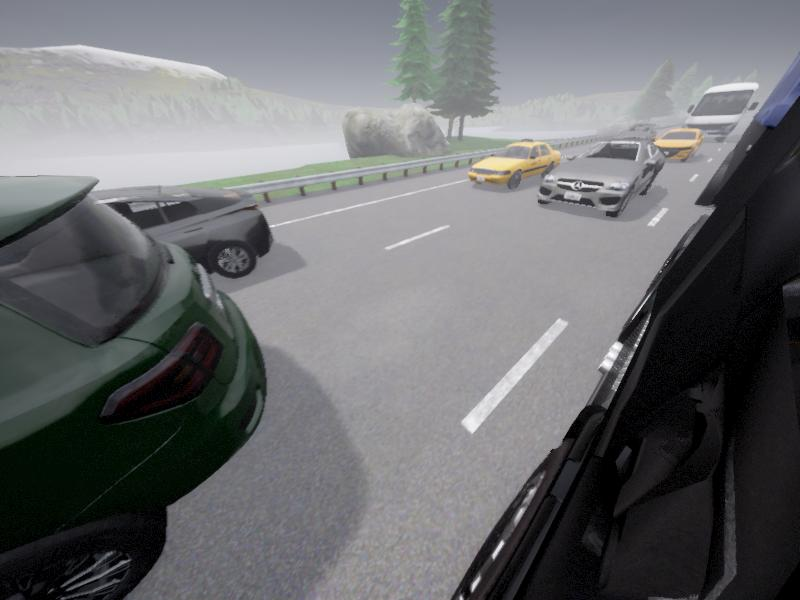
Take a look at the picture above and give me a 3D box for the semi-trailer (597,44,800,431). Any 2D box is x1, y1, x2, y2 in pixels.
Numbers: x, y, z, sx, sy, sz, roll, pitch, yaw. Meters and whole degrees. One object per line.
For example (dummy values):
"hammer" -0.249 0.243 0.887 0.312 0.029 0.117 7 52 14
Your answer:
"semi-trailer" 8.699 -3.591 4.248 14.254 4.402 2.717 -28 44 -30

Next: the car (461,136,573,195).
"car" 5.164 -6.059 10.064 5.366 1.575 1.801 -28 44 -30

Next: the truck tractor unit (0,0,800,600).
"truck tractor unit" 2.645 -0.295 0.351 6.516 4.208 3.053 -28 44 -30

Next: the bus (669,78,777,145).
"bus" 31.543 -18.324 22.752 10.273 4.253 3.944 -29 44 -30

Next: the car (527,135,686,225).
"car" 6.586 -4.078 7.328 5.027 1.651 2.152 -28 44 -30

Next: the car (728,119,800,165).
"car" 20.635 -8.857 12.800 4.553 1.767 2.097 -28 44 -30

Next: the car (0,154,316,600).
"car" -3.549 1.132 0.590 5.566 2.045 2.150 -28 44 -30

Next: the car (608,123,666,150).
"car" 20.661 -14.327 20.158 4.611 1.667 2.242 -28 44 -30

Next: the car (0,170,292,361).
"car" -4.584 -0.857 3.714 4.514 1.525 2.007 -28 44 -30

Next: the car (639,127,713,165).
"car" 16.802 -9.469 14.025 5.008 1.535 1.882 -28 44 -30
